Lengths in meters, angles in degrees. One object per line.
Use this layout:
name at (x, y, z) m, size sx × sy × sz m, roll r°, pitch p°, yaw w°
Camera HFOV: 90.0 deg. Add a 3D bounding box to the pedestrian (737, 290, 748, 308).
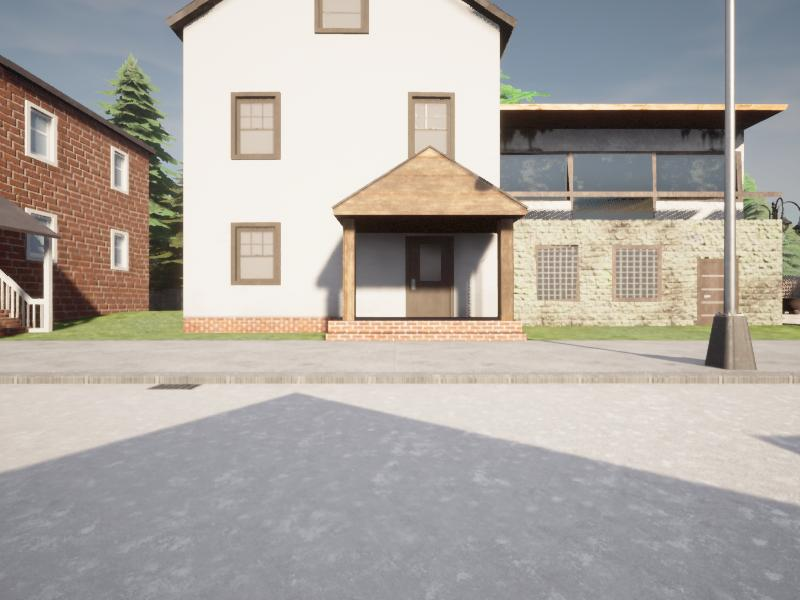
pedestrian at (36.504, -0.076, 42.607) m, size 0.751 × 1.860 × 0.751 m, roll 0°, pitch 0°, yaw 25°
